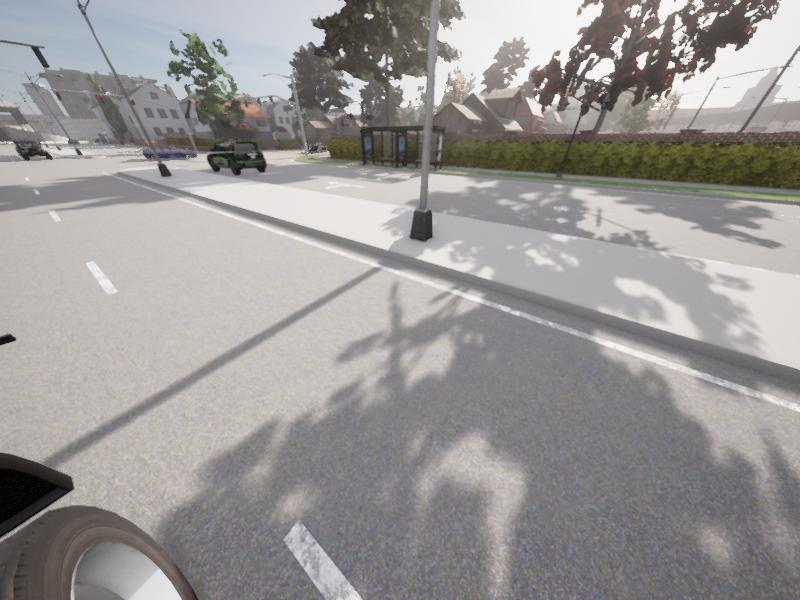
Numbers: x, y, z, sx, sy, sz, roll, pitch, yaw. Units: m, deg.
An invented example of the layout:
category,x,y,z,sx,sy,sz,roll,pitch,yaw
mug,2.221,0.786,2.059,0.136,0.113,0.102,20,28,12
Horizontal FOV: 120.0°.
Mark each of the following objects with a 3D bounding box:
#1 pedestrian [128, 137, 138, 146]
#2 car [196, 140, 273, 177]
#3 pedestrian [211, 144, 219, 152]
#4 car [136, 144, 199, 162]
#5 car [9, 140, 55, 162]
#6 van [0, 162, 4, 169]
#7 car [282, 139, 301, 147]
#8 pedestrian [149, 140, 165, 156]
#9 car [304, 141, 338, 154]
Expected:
category,x,y,z,sx,sy,sz,roll,pitch,yaw
pedestrian,-67.872,-40.177,58.706,0.751,1.860,0.751,23,41,28
car,-12.446,-10.793,17.415,5.566,2.045,2.150,22,41,28
pedestrian,-31.002,-25.433,38.645,0.500,1.100,0.500,-5,35,-8
car,-26.692,-17.098,26.782,4.792,1.488,2.163,-23,42,-30
car,-40.718,-16.553,25.566,3.866,1.878,1.905,22,41,28
van,-35.222,-11.935,18.905,4.480,2.038,2.069,22,41,28
car,-25.690,-37.196,54.768,3.806,1.475,1.970,22,41,28
pedestrian,-34.201,-21.436,32.531,0.751,1.860,0.751,25,42,30
car,-13.540,-26.444,40.009,1.930,1.638,5.238,22,41,28
